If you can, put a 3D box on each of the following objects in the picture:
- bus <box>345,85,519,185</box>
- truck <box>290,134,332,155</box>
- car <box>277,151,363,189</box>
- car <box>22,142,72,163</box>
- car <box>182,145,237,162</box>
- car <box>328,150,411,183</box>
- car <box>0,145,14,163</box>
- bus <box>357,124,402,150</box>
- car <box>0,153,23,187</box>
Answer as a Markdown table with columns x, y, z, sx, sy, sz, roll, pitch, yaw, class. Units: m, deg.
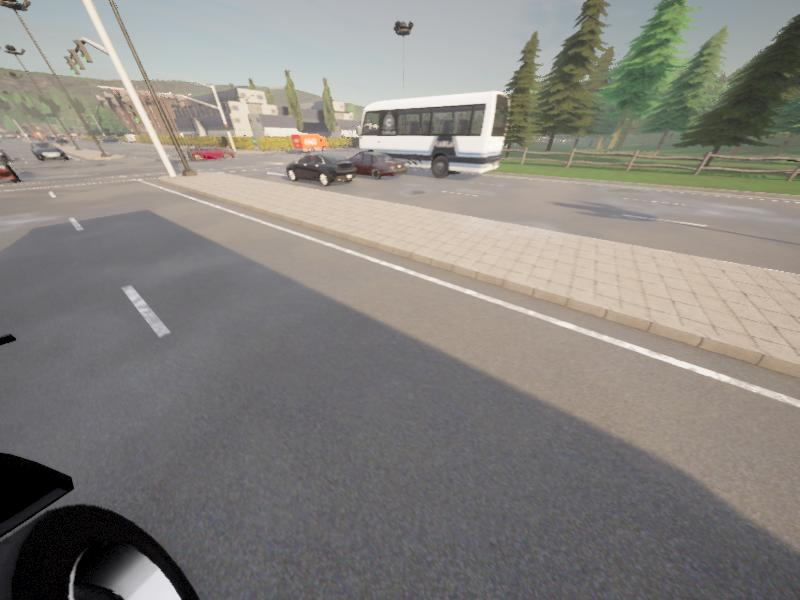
| x | y | z | sx | sy | sz | roll | pitch | yaw | class |
| --- | --- | --- | --- | --- | --- | --- | --- | --- | --- |
| 1.599 | -11.054 | 15.846 | 10.273 | 4.253 | 3.944 | 23 | 41 | 28 | bus |
| -13.782 | -24.400 | 36.136 | 2.627 | 2.467 | 5.204 | 23 | 42 | 29 | truck |
| -4.657 | -7.650 | 13.375 | 4.892 | 1.490 | 1.837 | 23 | 41 | 28 | car |
| -36.822 | -15.500 | 24.105 | 4.856 | 1.649 | 2.033 | 22 | 41 | 28 | car |
| -20.815 | -16.140 | 25.355 | 4.181 | 1.385 | 1.994 | -28 | 44 | -34 | car |
| -2.063 | -9.014 | 15.408 | 5.357 | 1.411 | 2.033 | 23 | 41 | 28 | car |
| -40.405 | -14.442 | 22.660 | 4.974 | 1.542 | 2.038 | 23 | 41 | 28 | car |
| -4.271 | -36.033 | 51.096 | 3.944 | 4.253 | 10.273 | 23 | 41 | 29 | bus |
| -23.434 | -7.375 | 12.729 | 5.027 | 1.651 | 2.152 | 23 | 41 | 28 | car |
